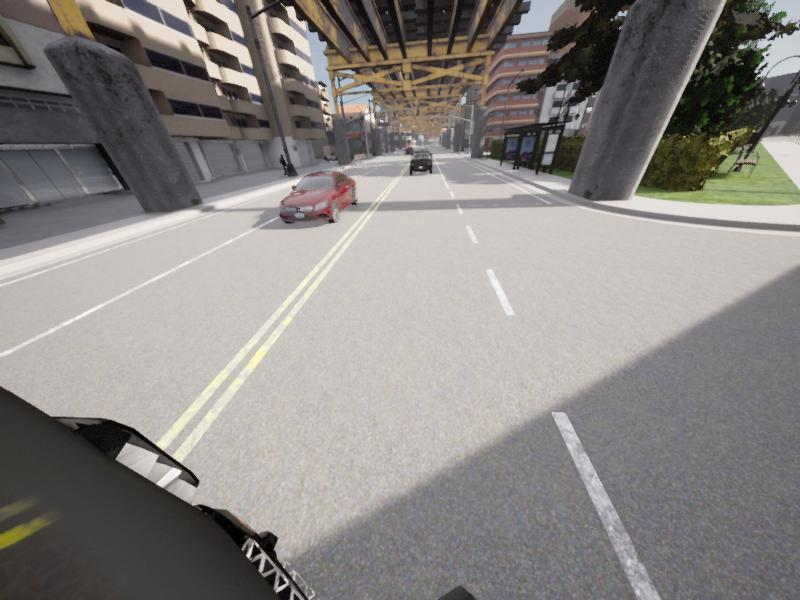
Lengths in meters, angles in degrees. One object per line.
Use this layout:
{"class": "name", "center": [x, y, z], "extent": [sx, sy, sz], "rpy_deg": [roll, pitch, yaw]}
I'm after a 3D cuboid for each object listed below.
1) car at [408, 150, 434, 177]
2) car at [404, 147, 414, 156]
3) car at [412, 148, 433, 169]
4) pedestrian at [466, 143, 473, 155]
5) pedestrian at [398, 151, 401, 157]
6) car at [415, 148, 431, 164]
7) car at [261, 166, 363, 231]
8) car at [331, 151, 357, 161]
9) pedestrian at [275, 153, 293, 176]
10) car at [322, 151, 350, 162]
{"class": "car", "center": [1.882, -12.092, 20.251], "extent": [1.930, 1.638, 5.238], "rpy_deg": [1, 34, 6]}
{"class": "car", "center": [2.185, -33.915, 52.657], "extent": [1.930, 1.638, 5.238], "rpy_deg": [1, 34, 6]}
{"class": "car", "center": [2.587, -16.014, 26.039], "extent": [2.152, 1.651, 5.027], "rpy_deg": [1, 34, 6]}
{"class": "pedestrian", "center": [12.498, -27.196, 41.593], "extent": [0.751, 1.860, 0.751], "rpy_deg": [-12, 35, -12]}
{"class": "pedestrian", "center": [-0.096, -30.692, 48.497], "extent": [0.500, 1.100, 0.500], "rpy_deg": [4, 35, 11]}
{"class": "car", "center": [3.256, -19.942, 31.905], "extent": [2.038, 1.542, 4.974], "rpy_deg": [1, 34, 6]}
{"class": "car", "center": [-2.964, -4.178, 9.063], "extent": [1.812, 1.442, 4.674], "rpy_deg": [1, 34, 6]}
{"class": "car", "center": [-11.709, -30.050, 48.091], "extent": [4.974, 1.542, 2.038], "rpy_deg": [-10, 35, -11]}
{"class": "pedestrian", "center": [-11.089, -13.023, 22.186], "extent": [0.751, 1.860, 0.751], "rpy_deg": [2, 34, 7]}
{"class": "car", "center": [-12.438, -27.730, 44.701], "extent": [4.974, 1.542, 2.038], "rpy_deg": [16, 38, 26]}
